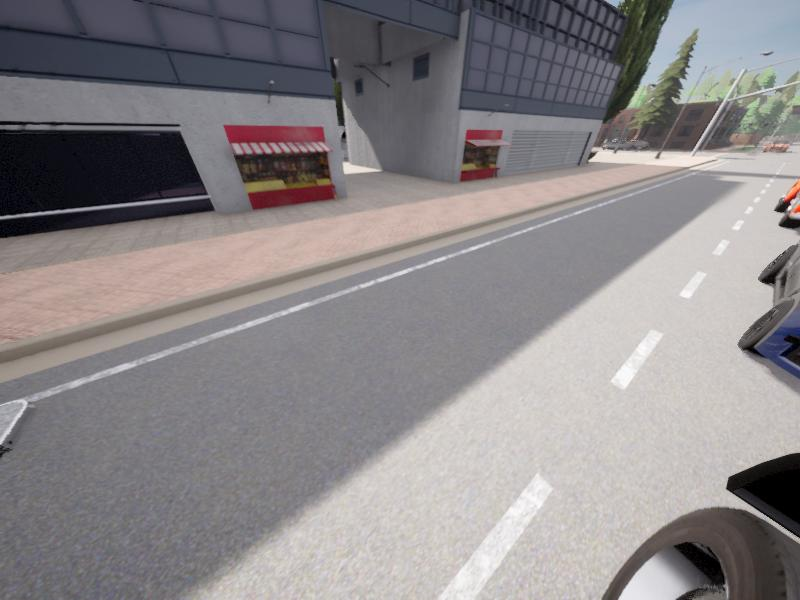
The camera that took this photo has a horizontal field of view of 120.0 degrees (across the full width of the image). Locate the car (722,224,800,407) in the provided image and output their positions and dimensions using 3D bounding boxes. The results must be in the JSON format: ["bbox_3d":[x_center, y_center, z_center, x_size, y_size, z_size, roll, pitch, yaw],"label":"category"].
[{"bbox_3d":[6.276,-0.087,2.544,4.611,1.667,2.242,-22,41,-28],"label":"car"}]

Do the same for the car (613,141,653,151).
[{"bbox_3d":[43.512,-28.886,43.286,2.163,1.488,4.792,-22,41,-28],"label":"car"}]

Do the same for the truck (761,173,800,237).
[{"bbox_3d":[13.301,-3.265,6.302,5.204,2.467,2.627,-22,41,-28],"label":"truck"}]

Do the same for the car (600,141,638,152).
[{"bbox_3d":[40.019,-28.216,42.380,2.007,1.525,4.514,-22,41,-28],"label":"car"}]

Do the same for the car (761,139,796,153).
[{"bbox_3d":[58.958,-23.985,35.949,4.553,1.767,2.097,-22,41,-28],"label":"car"}]
